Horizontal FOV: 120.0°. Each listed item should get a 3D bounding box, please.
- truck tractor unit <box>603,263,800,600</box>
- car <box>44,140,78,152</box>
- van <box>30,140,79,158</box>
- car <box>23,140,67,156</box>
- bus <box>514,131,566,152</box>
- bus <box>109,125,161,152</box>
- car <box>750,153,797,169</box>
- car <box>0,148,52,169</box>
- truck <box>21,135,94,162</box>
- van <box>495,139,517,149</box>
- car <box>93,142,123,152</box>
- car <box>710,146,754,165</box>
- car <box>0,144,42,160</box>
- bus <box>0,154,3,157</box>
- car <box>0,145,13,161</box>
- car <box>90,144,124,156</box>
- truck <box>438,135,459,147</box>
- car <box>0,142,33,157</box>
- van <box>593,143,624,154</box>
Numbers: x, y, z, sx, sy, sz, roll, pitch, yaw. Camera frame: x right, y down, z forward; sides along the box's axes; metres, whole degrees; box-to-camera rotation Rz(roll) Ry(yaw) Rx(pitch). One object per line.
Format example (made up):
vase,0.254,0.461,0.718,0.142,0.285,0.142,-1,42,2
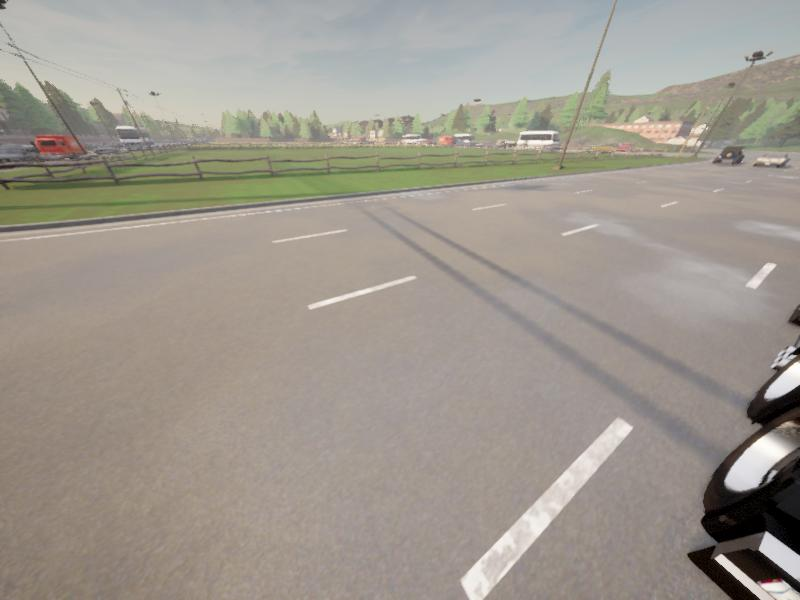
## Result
truck tractor unit,5.110,-0.299,0.797,6.516,4.208,3.053,-18,39,-24
car,-63.814,-29.086,43.568,1.905,1.878,3.866,-18,39,-25
van,-47.222,-20.804,31.733,1.775,1.987,4.442,-18,39,-25
car,-53.671,-23.119,35.081,1.905,1.878,3.866,-18,39,-25
bus,36.273,-41.534,60.436,3.944,4.253,10.273,-18,39,-25
bus,-56.131,-34.535,49.410,3.944,4.253,10.273,-18,39,-25
car,41.611,-15.571,25.722,4.718,1.301,1.895,-18,39,-25
car,-35.768,-13.296,21.587,1.994,1.385,4.181,-18,39,-25
truck,-40.172,-18.064,27.427,2.627,2.467,5.204,-18,39,-25
van,34.192,-50.547,74.855,1.988,2.561,5.915,-18,39,-25
car,-56.558,-29.732,44.902,2.128,1.511,4.902,-18,39,-25
car,41.209,-18.007,28.702,3.866,1.878,1.905,-18,39,-25
car,-49.712,-19.083,29.672,2.163,1.488,4.792,-18,39,-25
bus,-54.633,-18.077,25.752,3.944,4.253,10.273,-9,36,-13
car,-46.064,-15.795,24.815,2.242,1.667,4.611,-13,37,-19
car,-46.862,-24.143,37.082,1.994,1.385,4.181,-18,39,-25
truck,18.725,-62.108,90.240,2.891,3.827,8.468,-18,39,-25
car,-55.903,-21.203,32.539,2.152,1.651,5.027,-15,37,-21
van,46.755,-34.236,52.031,1.775,1.987,4.442,-18,39,-25
